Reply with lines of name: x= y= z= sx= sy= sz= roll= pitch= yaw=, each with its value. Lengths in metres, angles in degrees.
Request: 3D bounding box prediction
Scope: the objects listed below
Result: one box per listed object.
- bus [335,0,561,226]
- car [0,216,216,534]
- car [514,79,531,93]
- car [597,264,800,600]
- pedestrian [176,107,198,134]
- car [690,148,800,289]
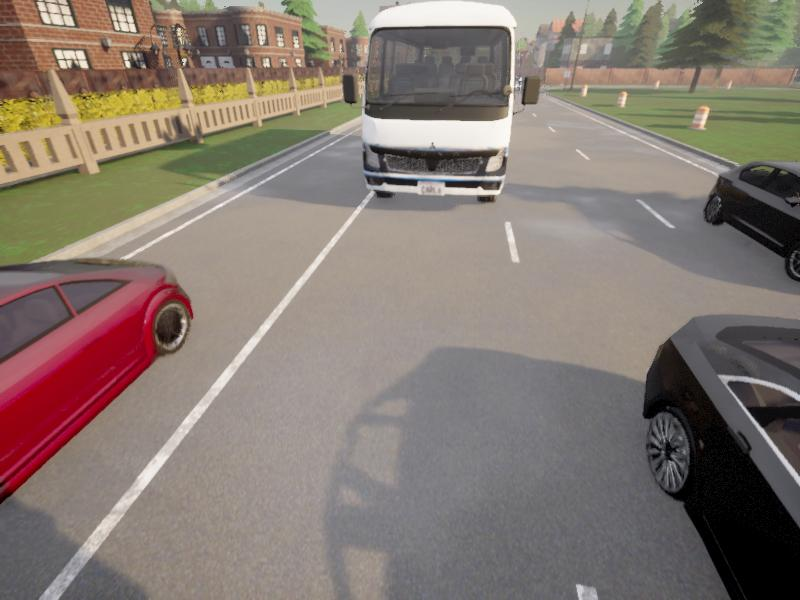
bus: x=1.581 y=-6.185 z=12.330 sx=3.944 sy=4.253 sz=10.273 roll=5 pitch=31 yaw=8
car: x=-3.850 y=0.648 z=3.516 sx=1.994 sy=1.385 sz=4.181 roll=5 pitch=31 yaw=8
car: x=16.127 y=-28.266 z=52.766 sx=1.970 sy=1.475 sz=3.806 roll=7 pitch=31 yaw=12
car: x=2.829 y=1.634 z=1.706 sx=2.128 sy=1.511 sz=4.902 roll=4 pitch=31 yaw=7
pedestrian: x=-10.283 y=-8.659 z=19.299 sx=0.500 sy=1.100 sz=0.500 roll=5 pitch=31 yaw=8
car: x=7.443 y=-1.562 z=7.199 sx=1.816 sy=1.474 sz=4.193 roll=4 pitch=31 yaw=7
